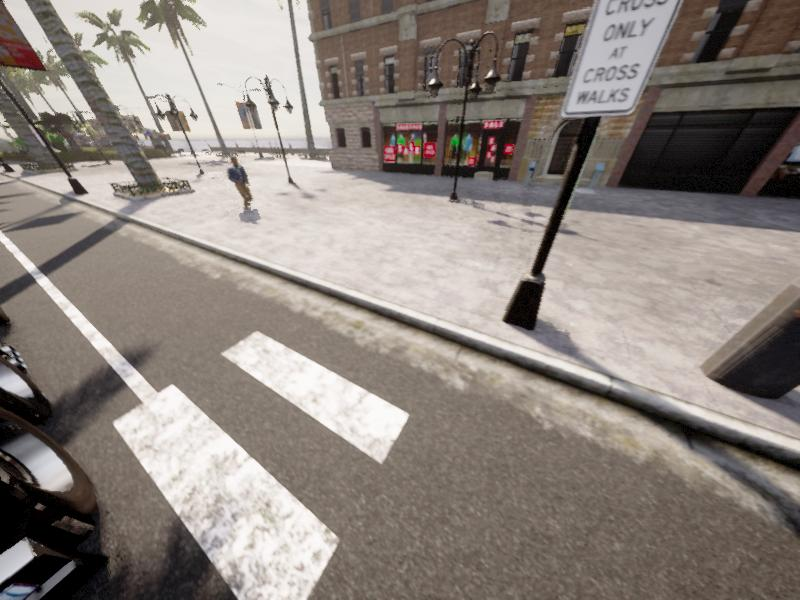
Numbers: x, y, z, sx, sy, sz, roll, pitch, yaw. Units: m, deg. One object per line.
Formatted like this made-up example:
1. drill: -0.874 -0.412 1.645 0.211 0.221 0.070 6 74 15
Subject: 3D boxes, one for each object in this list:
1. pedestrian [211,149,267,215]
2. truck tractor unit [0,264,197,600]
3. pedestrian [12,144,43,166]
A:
1. pedestrian: -5.400 -3.994 7.851 0.751 1.860 0.751 19 39 25
2. truck tractor unit: -5.114 -0.297 0.786 6.516 4.208 3.053 18 39 24
3. pedestrian: -39.538 -15.399 24.531 0.751 1.860 0.751 13 37 19
